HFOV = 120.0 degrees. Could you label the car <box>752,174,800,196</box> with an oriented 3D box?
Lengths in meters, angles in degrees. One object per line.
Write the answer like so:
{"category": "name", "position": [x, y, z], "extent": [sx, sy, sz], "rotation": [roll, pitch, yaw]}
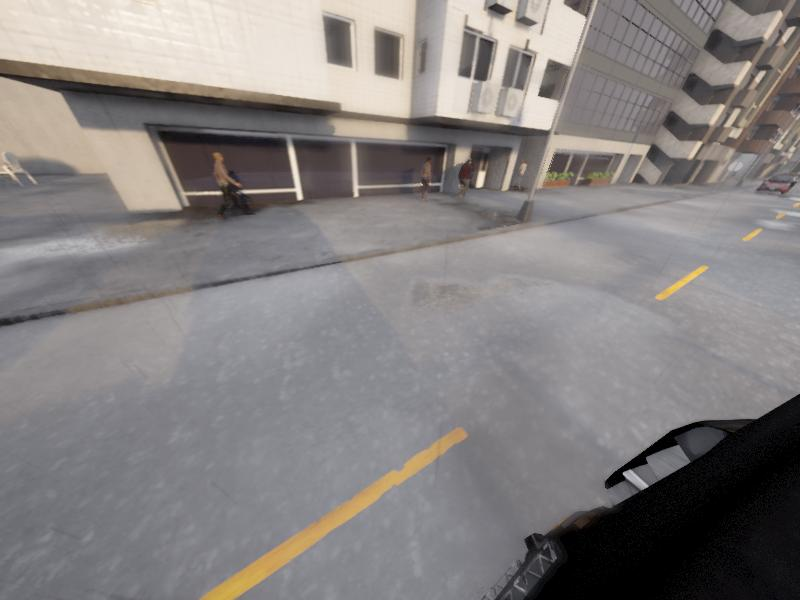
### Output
{"category": "car", "position": [35.213, -10.790, 21.500], "extent": [3.633, 1.501, 1.845], "rotation": [-16, 38, -26]}

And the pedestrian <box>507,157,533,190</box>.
{"category": "pedestrian", "position": [8.020, -8.481, 15.519], "extent": [0.751, 1.860, 0.751], "rotation": [-8, 35, -15]}

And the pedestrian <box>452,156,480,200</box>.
{"category": "pedestrian", "position": [3.289, -6.156, 11.654], "extent": [0.751, 1.860, 0.751], "rotation": [-19, 39, -29]}

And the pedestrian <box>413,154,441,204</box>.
{"category": "pedestrian", "position": [1.177, -5.433, 10.405], "extent": [0.751, 1.860, 0.751], "rotation": [-19, 39, -29]}

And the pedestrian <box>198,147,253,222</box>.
{"category": "pedestrian", "position": [-5.158, -3.434, 6.914], "extent": [0.751, 1.860, 0.751], "rotation": [-20, 40, -30]}
